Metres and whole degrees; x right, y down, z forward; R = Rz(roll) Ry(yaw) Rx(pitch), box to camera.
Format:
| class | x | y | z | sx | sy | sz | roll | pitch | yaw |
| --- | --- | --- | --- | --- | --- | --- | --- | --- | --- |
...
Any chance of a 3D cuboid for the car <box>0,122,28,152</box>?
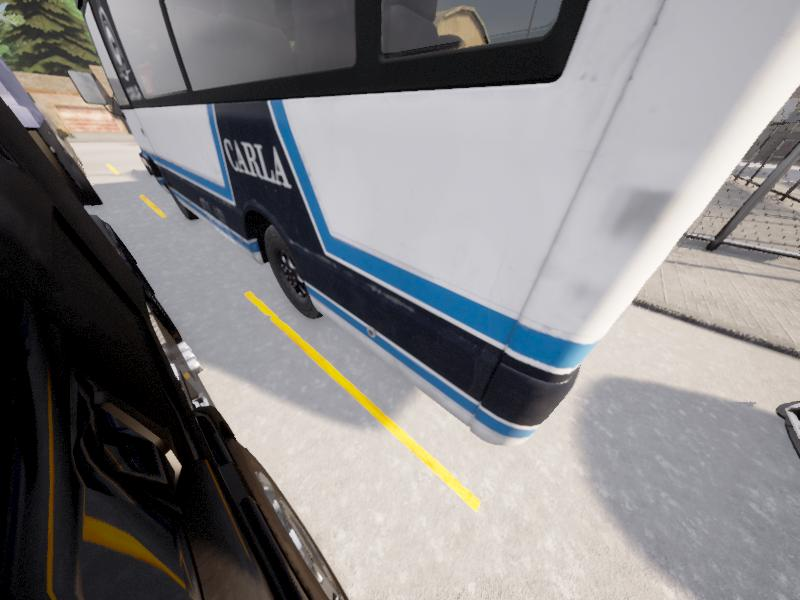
| class | x | y | z | sx | sy | sz | roll | pitch | yaw |
| --- | --- | --- | --- | --- | --- | --- | --- | --- | --- |
| car | -27.108 | -10.121 | 14.281 | 3.705 | 1.549 | 1.789 | -18 | 41 | -25 |

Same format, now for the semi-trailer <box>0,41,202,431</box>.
| class | x | y | z | sx | sy | sz | roll | pitch | yaw |
| --- | --- | --- | --- | --- | --- | --- | --- | --- | --- |
| semi-trailer | -8.711 | -3.589 | 4.225 | 14.254 | 4.402 | 2.717 | 28 | 44 | 30 |

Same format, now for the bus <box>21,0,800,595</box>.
| class | x | y | z | sx | sy | sz | roll | pitch | yaw |
| --- | --- | --- | --- | --- | --- | --- | --- | --- | --- |
| bus | -2.040 | -2.972 | 3.936 | 10.273 | 4.253 | 3.944 | 29 | 44 | 31 |

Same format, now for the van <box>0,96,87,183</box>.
| class | x | y | z | sx | sy | sz | roll | pitch | yaw |
| --- | --- | --- | --- | --- | --- | --- | --- | --- | --- |
| van | -16.118 | -7.055 | 10.009 | 5.915 | 2.561 | 1.988 | 29 | 44 | 32 |

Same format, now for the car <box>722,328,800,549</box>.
| class | x | y | z | sx | sy | sz | roll | pitch | yaw |
| --- | --- | --- | --- | --- | --- | --- | --- | --- | --- |
| car | 5.013 | 1.735 | 0.339 | 4.902 | 1.511 | 2.128 | 25 | 42 | 27 |

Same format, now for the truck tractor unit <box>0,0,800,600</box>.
| class | x | y | z | sx | sy | sz | roll | pitch | yaw |
| --- | --- | --- | --- | --- | --- | --- | --- | --- | --- |
| truck tractor unit | -2.645 | -0.295 | 0.352 | 6.516 | 4.208 | 3.053 | 28 | 44 | 30 |

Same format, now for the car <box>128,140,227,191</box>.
| class | x | y | z | sx | sy | sz | roll | pitch | yaw |
| --- | --- | --- | --- | --- | --- | --- | --- | --- | --- |
| car | -9.592 | -5.906 | 9.893 | 4.718 | 1.301 | 1.895 | 29 | 44 | 31 |
